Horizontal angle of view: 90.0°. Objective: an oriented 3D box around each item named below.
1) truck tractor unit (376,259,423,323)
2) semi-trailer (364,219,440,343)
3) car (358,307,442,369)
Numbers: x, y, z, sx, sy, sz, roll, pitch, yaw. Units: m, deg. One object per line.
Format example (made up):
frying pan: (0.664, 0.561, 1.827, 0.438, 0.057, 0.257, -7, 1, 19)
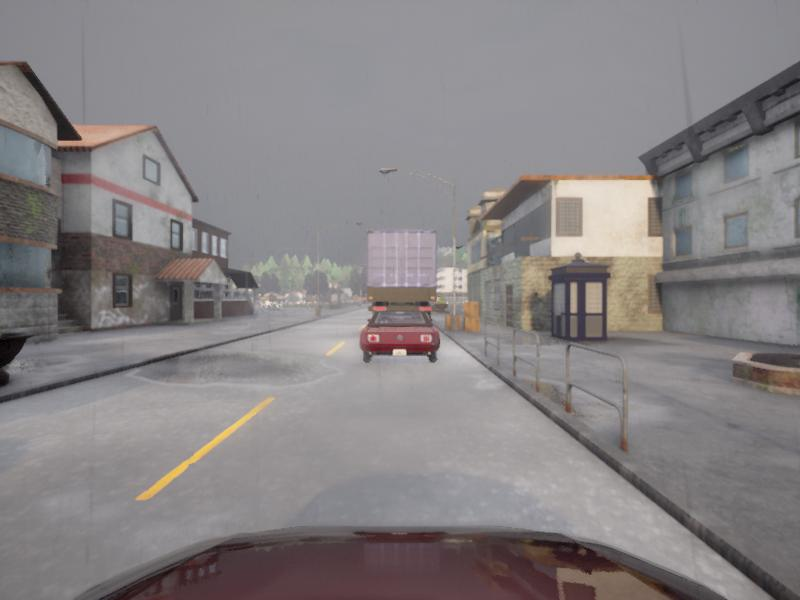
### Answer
truck tractor unit: (-0.011, -0.605, 29.310, 3.053, 4.208, 6.516, 0, 1, 0)
semi-trailer: (0.027, -0.679, 21.397, 2.717, 4.402, 14.254, 0, 0, 0)
car: (-0.003, 0.910, 11.407, 1.895, 1.301, 4.718, 0, 0, 0)
